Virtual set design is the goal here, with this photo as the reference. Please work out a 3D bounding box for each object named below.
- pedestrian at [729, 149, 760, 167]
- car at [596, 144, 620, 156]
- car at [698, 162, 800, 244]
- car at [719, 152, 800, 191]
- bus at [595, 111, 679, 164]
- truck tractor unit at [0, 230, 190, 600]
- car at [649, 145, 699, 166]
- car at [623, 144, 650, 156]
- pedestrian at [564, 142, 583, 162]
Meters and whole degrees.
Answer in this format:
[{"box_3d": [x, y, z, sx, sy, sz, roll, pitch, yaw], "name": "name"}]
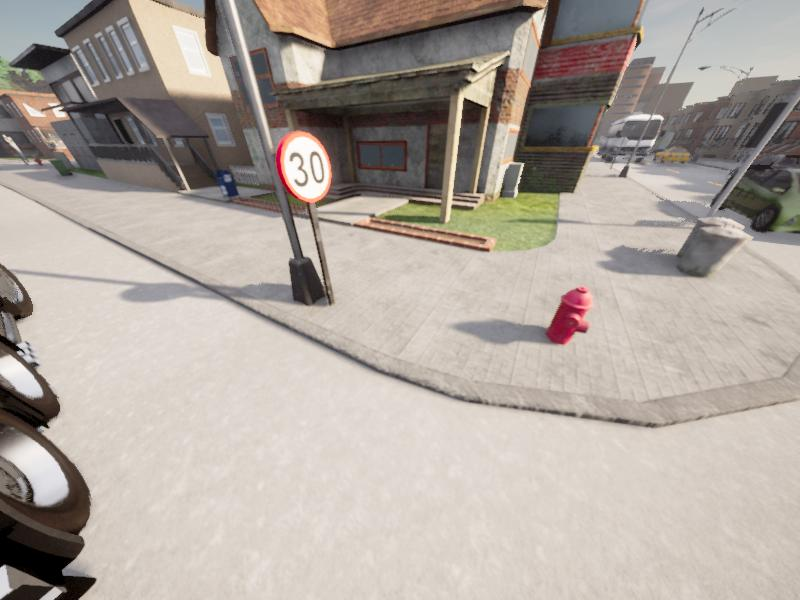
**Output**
[{"box_3d": [30.145, -12.425, 20.227, 0.751, 1.300, 0.751, -2, 35, -3], "name": "pedestrian"}, {"box_3d": [32.710, -23.722, 36.491, 1.837, 1.490, 4.892, 18, 39, 24], "name": "car"}, {"box_3d": [11.900, -3.082, 6.989, 2.007, 1.525, 4.514, 18, 39, 24], "name": "car"}, {"box_3d": [20.716, -7.298, 12.969, 1.845, 1.501, 3.633, 18, 39, 25], "name": "car"}, {"box_3d": [26.820, -18.849, 27.136, 3.944, 4.253, 10.273, 18, 38, 24], "name": "bus"}, {"box_3d": [-5.049, -0.360, 0.856, 6.516, 4.208, 3.053, 21, 40, 27], "name": "truck tractor unit"}, {"box_3d": [28.971, -15.498, 24.632, 1.801, 1.575, 5.366, 18, 39, 25], "name": "car"}, {"box_3d": [37.511, -23.934, 36.768, 1.970, 1.475, 3.806, 18, 39, 25], "name": "car"}, {"box_3d": [18.791, -16.050, 25.042, 0.751, 1.860, 0.751, -1, 35, 0], "name": "pedestrian"}]
